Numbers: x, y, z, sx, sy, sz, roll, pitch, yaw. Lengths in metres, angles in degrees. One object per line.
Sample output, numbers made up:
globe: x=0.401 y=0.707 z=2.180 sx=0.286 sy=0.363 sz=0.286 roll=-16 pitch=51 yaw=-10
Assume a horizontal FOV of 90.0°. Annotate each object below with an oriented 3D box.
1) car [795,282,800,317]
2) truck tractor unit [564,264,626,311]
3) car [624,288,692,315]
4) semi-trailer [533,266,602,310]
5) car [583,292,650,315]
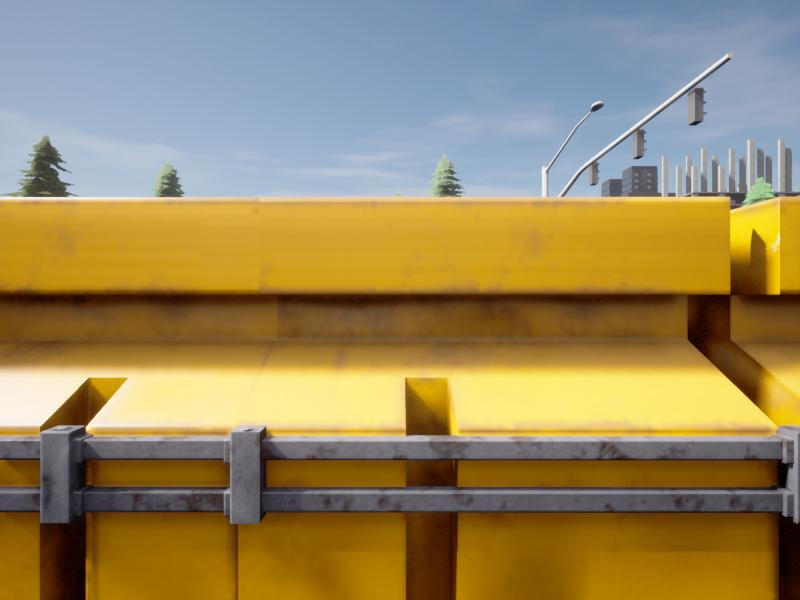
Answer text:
car: x=25.214 y=-0.036 z=21.487 sx=2.150 sy=2.045 sz=5.566 roll=-1 pitch=0 yaw=-7
truck tractor unit: x=18.799 y=-1.105 z=39.144 sx=3.053 sy=4.208 sz=6.516 roll=0 pitch=0 yaw=2
car: x=18.474 y=0.091 z=28.975 sx=2.097 sy=1.767 sz=4.553 roll=0 pitch=0 yaw=2
semi-trailer: x=19.116 y=-1.223 z=47.055 sx=2.717 sy=4.402 sz=14.254 roll=0 pitch=0 yaw=2
car: x=14.937 y=0.233 z=27.992 sx=2.128 sy=1.511 sz=4.902 roll=0 pitch=0 yaw=2
